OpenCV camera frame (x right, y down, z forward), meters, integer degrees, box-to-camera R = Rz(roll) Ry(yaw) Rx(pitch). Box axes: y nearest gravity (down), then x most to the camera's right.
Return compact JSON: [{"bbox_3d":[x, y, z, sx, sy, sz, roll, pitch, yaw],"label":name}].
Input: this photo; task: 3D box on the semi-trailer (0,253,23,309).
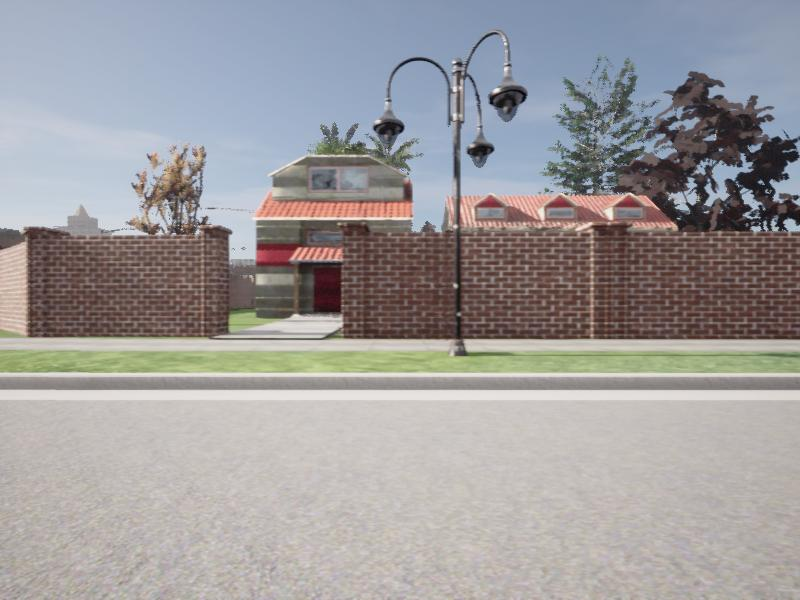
[{"bbox_3d":[-32.846,-1.412,26.004,2.717,4.402,14.254,0,1,3],"label":"semi-trailer"}]
